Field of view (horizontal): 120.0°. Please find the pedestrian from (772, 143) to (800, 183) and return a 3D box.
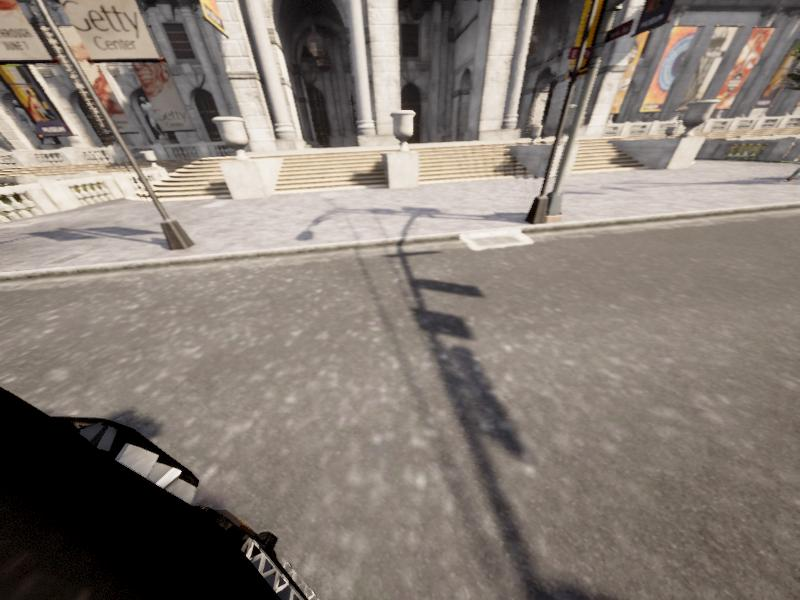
[{"bbox_3d":[17.025,-5.961,9.553,0.751,1.860,0.751,-7,34,-6],"label":"pedestrian"}]
